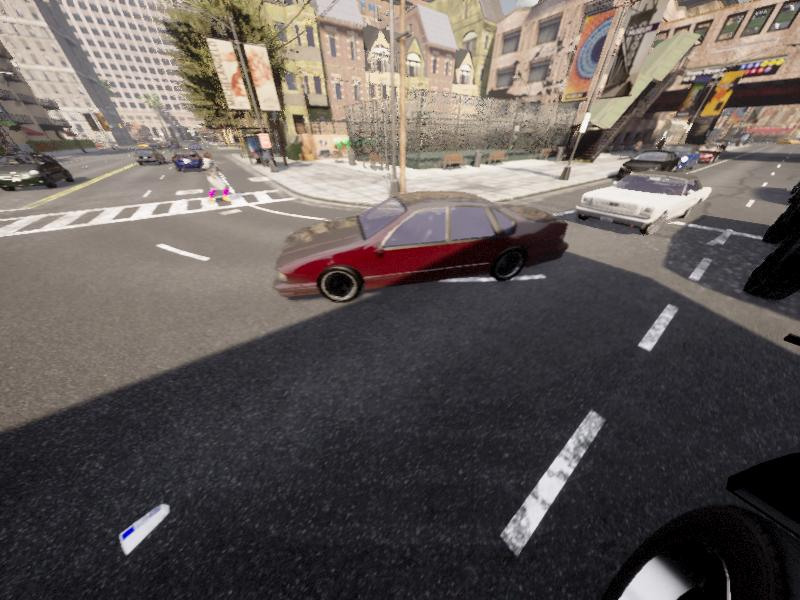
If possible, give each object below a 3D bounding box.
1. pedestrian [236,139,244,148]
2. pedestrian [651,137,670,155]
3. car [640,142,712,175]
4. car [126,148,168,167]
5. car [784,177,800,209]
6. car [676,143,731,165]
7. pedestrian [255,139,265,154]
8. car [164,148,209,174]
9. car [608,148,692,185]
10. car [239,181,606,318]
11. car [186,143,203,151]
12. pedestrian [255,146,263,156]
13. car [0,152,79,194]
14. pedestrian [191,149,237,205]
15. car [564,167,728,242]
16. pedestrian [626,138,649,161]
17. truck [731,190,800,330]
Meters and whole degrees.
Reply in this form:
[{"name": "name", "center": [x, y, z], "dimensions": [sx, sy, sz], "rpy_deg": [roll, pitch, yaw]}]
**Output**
[{"name": "pedestrian", "center": [-39.836, -38.955, 57.482], "dimensions": [0.751, 1.860, 0.751], "rpy_deg": [29, 45, 35]}, {"name": "pedestrian", "center": [33.000, -19.494, 29.271], "dimensions": [0.751, 1.860, 0.751], "rpy_deg": [-20, 40, -26]}, {"name": "car", "center": [20.660, -10.709, 17.319], "dimensions": [4.553, 1.767, 2.185], "rpy_deg": [-23, 41, -28]}, {"name": "car", "center": [-26.201, -14.978, 24.131], "dimensions": [2.033, 1.411, 5.357], "rpy_deg": [-23, 41, -28]}, {"name": "car", "center": [17.253, -4.633, 8.876], "dimensions": [5.238, 1.638, 1.930], "rpy_deg": [-22, 41, -28]}, {"name": "car", "center": [29.487, -14.210, 22.412], "dimensions": [4.892, 1.521, 2.231], "rpy_deg": [-23, 41, -28]}, {"name": "pedestrian", "center": [-21.544, -23.556, 35.520], "dimensions": [0.751, 1.860, 0.751], "rpy_deg": [-10, 36, -13]}, {"name": "car", "center": [-17.998, -11.916, 19.646], "dimensions": [2.163, 1.488, 4.792], "rpy_deg": [-23, 41, -28]}, {"name": "car", "center": [15.489, -8.383, 14.291], "dimensions": [5.008, 1.535, 2.097], "rpy_deg": [-23, 41, -28]}, {"name": "car", "center": [0.474, -1.236, 4.436], "dimensions": [5.357, 1.411, 2.033], "rpy_deg": [-8, 36, -11]}, {"name": "car", "center": [-44.855, -33.461, 50.450], "dimensions": [2.033, 1.411, 5.357], "rpy_deg": [-26, 42, -31]}, {"name": "pedestrian", "center": [-19.548, -20.639, 32.031], "dimensions": [0.500, 1.100, 0.500], "rpy_deg": [-22, 41, -28]}, {"name": "car", "center": [-20.803, -7.285, 13.010], "dimensions": [1.851, 1.617, 3.988], "rpy_deg": [-23, 41, -28]}, {"name": "pedestrian", "center": [-7.425, -4.934, 9.297], "dimensions": [0.751, 1.860, 0.751], "rpy_deg": [-25, 42, -31]}, {"name": "car", "center": [7.673, -3.192, 7.224], "dimensions": [4.718, 1.301, 1.895], "rpy_deg": [-19, 39, -25]}, {"name": "pedestrian", "center": [23.744, -15.109, 23.149], "dimensions": [0.751, 1.860, 0.751], "rpy_deg": [-22, 41, -27]}, {"name": "truck", "center": [8.503, -1.223, 3.735], "dimensions": [6.274, 2.098, 2.390], "rpy_deg": [-22, 41, -28]}]
